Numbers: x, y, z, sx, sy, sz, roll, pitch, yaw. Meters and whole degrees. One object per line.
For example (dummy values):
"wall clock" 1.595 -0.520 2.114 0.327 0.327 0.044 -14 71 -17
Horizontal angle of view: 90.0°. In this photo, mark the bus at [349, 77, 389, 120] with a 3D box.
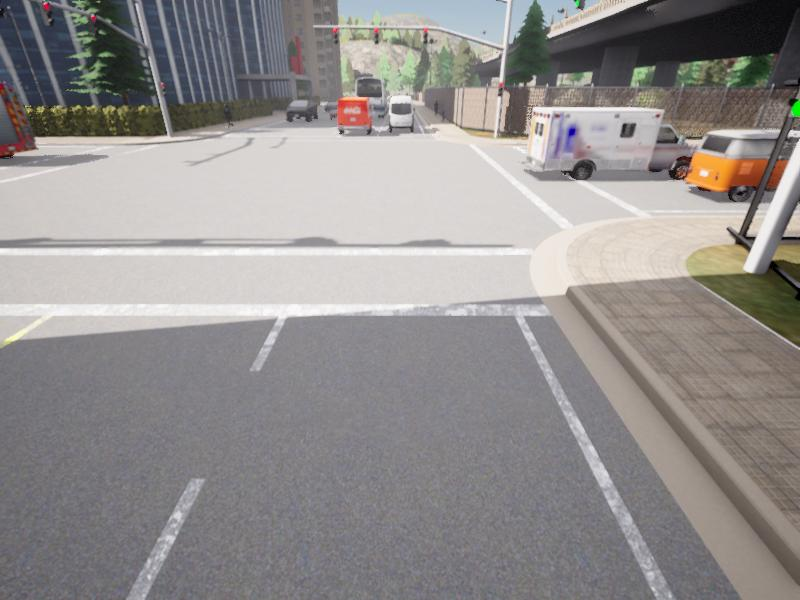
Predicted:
"bus" -3.459 -24.543 48.642 3.944 4.253 10.273 0 28 0

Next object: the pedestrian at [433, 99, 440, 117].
"pedestrian" 4.282 -22.604 47.142 0.751 1.860 0.751 4 28 8

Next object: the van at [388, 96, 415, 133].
"van" 0.115 -15.631 33.490 1.988 2.561 5.915 0 28 0

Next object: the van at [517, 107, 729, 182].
"van" 8.148 -6.016 15.389 6.366 2.431 2.351 0 28 0

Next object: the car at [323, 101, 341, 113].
"car" -10.299 -29.441 60.996 1.812 1.442 4.674 0 28 0

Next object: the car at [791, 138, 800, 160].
"car" 21.943 -7.329 18.712 4.611 1.667 2.242 0 28 -1

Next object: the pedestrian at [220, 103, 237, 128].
"pedestrian" -14.158 -15.241 33.099 0.751 1.860 0.751 -1 28 -1

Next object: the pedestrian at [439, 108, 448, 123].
"pedestrian" 4.237 -18.097 39.148 0.751 1.300 0.751 -2 28 -4

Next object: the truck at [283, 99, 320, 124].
"truck" -10.359 -20.216 42.712 2.390 2.098 6.274 0 28 0

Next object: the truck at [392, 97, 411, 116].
"truck" 0.182 -26.713 55.102 2.390 2.098 6.274 0 28 0

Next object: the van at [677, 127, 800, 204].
"van" 11.674 -4.195 12.394 4.442 1.987 1.775 0 28 0

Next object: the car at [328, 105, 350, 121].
"car" -6.849 -21.171 45.205 1.816 1.474 4.193 0 28 0

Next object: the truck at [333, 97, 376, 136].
"truck" -3.397 -14.392 31.222 2.627 2.467 5.204 0 28 0

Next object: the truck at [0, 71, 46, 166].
"truck" -22.275 -8.274 18.194 8.468 3.827 2.891 0 28 0
